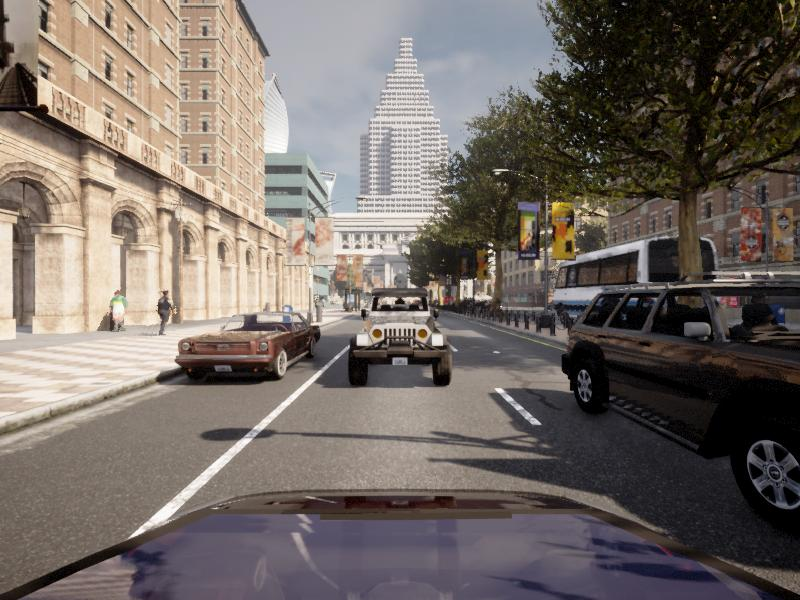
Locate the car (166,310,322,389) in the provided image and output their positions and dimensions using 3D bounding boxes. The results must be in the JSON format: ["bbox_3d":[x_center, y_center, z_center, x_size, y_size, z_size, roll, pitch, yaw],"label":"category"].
[{"bbox_3d":[-3.250,0.940,9.526,1.895,1.301,4.718,0,0,0],"label":"car"}]

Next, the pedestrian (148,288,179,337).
[{"bbox_3d":[-9.343,0.487,15.811,0.751,1.860,0.751,0,0,15],"label":"pedestrian"}]

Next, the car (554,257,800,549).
[{"bbox_3d":[3.501,0.653,4.281,1.932,1.855,4.605,0,0,0],"label":"car"}]

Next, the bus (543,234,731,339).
[{"bbox_3d":[11.401,-0.531,21.286,3.944,4.253,10.273,0,0,0],"label":"bus"}]

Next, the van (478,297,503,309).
[{"bbox_3d":[16.223,0.582,71.716,2.069,2.038,4.480,0,0,-24],"label":"van"}]

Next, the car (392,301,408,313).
[{"bbox_3d":[-0.002,0.902,50.830,2.033,1.411,5.357,0,0,0],"label":"car"}]

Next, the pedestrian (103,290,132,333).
[{"bbox_3d":[-12.429,0.488,17.607,0.751,1.860,0.751,0,0,0],"label":"pedestrian"}]

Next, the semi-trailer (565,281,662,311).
[{"bbox_3d":[32.604,-0.609,61.133,14.254,4.402,2.717,0,0,-8],"label":"semi-trailer"}]

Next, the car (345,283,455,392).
[{"bbox_3d":[-0.001,0.647,8.827,1.905,1.878,3.866,0,0,0],"label":"car"}]
